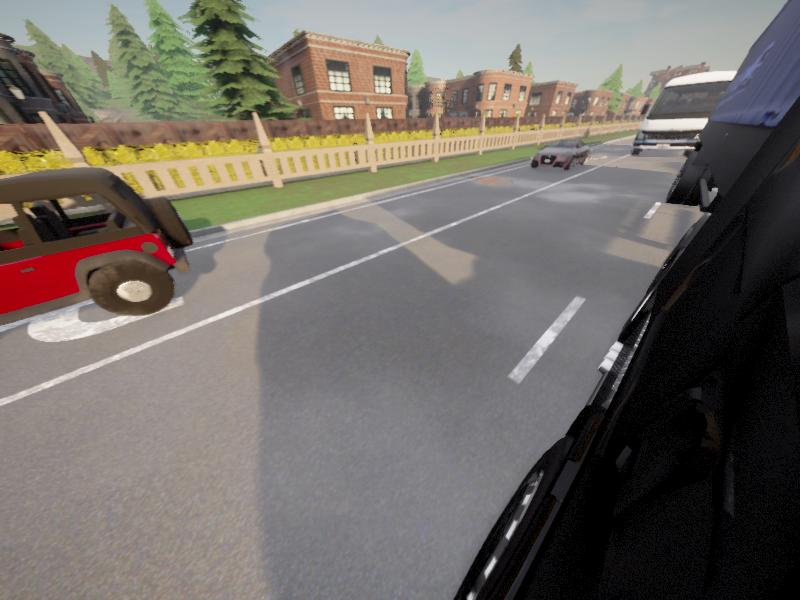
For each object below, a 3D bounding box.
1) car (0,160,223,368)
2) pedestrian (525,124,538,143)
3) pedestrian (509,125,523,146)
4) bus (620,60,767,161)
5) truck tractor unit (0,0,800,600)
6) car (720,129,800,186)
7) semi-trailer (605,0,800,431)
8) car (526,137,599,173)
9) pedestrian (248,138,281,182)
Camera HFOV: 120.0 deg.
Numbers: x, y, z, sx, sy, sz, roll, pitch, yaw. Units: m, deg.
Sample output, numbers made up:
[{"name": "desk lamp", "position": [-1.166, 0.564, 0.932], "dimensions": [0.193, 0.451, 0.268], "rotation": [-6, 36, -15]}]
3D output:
[{"name": "car", "position": [-5.229, -0.520, 3.085], "dimensions": [3.866, 1.878, 1.905], "rotation": [-29, 44, -31]}, {"name": "pedestrian", "position": [16.243, -20.578, 28.615], "dimensions": [0.751, 1.860, 0.751], "rotation": [-30, 44, -32]}, {"name": "pedestrian", "position": [12.789, -18.100, 25.475], "dimensions": [0.751, 1.860, 0.751], "rotation": [-30, 44, -32]}, {"name": "bus", "position": [20.586, -13.050, 16.477], "dimensions": [10.273, 4.253, 3.944], "rotation": [-29, 44, -31]}, {"name": "truck tractor unit", "position": [2.645, -0.295, 0.351], "dimensions": [6.516, 4.208, 3.053], "rotation": [-28, 44, -30]}, {"name": "car", "position": [16.094, -6.036, 9.579], "dimensions": [2.128, 1.511, 4.902], "rotation": [24, 45, 29]}, {"name": "semi-trailer", "position": [8.345, -3.803, 4.576], "dimensions": [2.717, 4.402, 14.254], "rotation": [30, 47, 36]}, {"name": "car", "position": [9.501, -8.548, 13.483], "dimensions": [4.181, 1.385, 1.994], "rotation": [-29, 44, -31]}, {"name": "pedestrian", "position": [-7.097, -7.358, 12.161], "dimensions": [0.751, 1.860, 0.751], "rotation": [-29, 44, -31]}]
